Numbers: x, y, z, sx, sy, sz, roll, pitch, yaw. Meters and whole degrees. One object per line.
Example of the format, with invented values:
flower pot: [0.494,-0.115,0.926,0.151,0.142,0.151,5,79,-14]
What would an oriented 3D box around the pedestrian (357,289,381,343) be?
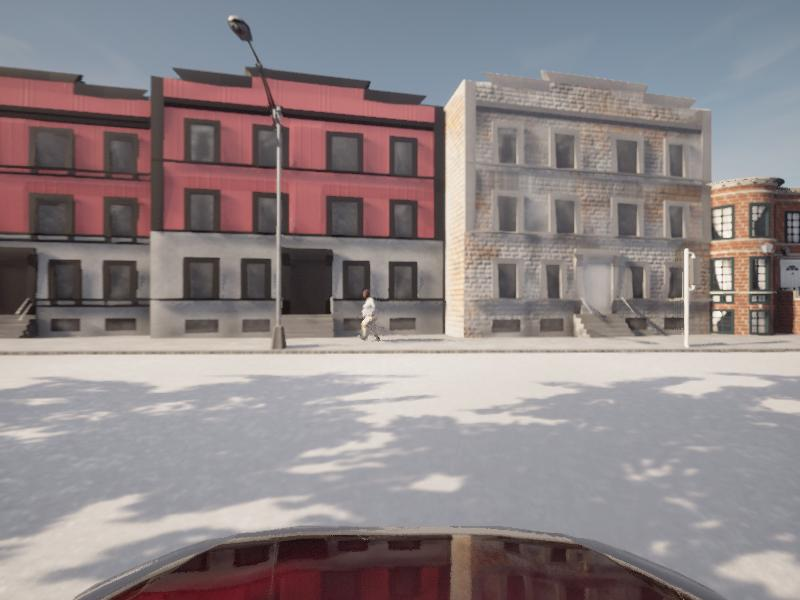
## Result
pedestrian: [-1.092,0.540,14.045,0.751,1.860,0.751,0,0,-13]
